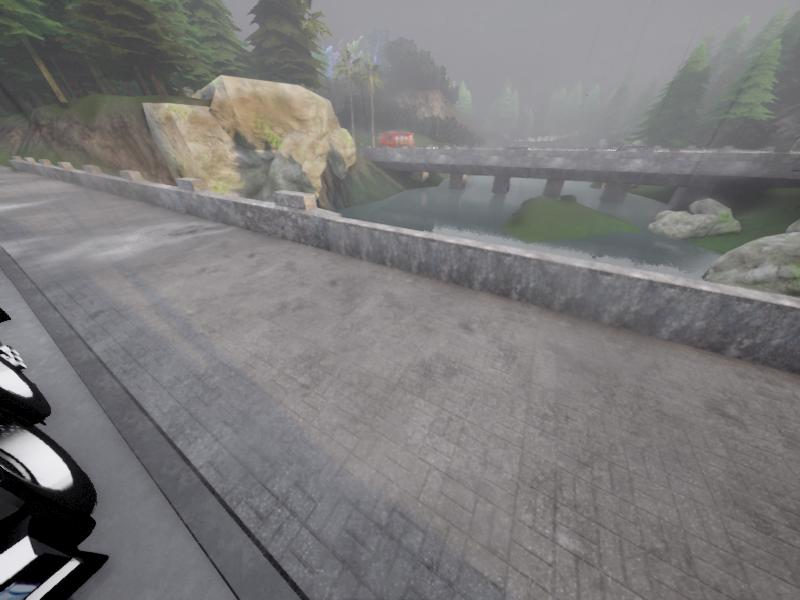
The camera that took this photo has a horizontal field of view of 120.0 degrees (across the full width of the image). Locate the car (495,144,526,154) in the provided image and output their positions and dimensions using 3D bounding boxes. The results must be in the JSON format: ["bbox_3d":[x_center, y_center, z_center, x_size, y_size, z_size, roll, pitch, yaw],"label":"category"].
[{"bbox_3d":[20.611,-28.279,43.184,4.674,1.442,1.812,18,39,25],"label":"car"}]

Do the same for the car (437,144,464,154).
[{"bbox_3d":[9.698,-29.314,44.686,4.514,1.525,2.007,18,39,25],"label":"car"}]

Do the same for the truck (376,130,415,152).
[{"bbox_3d":[-0.967,-36.229,52.693,8.468,3.827,2.891,19,39,25],"label":"truck"}]

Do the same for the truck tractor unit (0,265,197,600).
[{"bbox_3d":[-5.113,-0.299,0.777,6.516,4.208,3.053,18,39,24],"label":"truck tractor unit"}]

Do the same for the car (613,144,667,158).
[{"bbox_3d":[34.136,-21.362,33.095,4.892,1.490,1.837,19,39,25],"label":"car"}]

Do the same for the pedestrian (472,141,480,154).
[{"bbox_3d":[12.959,-25.897,39.236,0.751,1.860,0.751,26,43,33],"label":"pedestrian"}]
